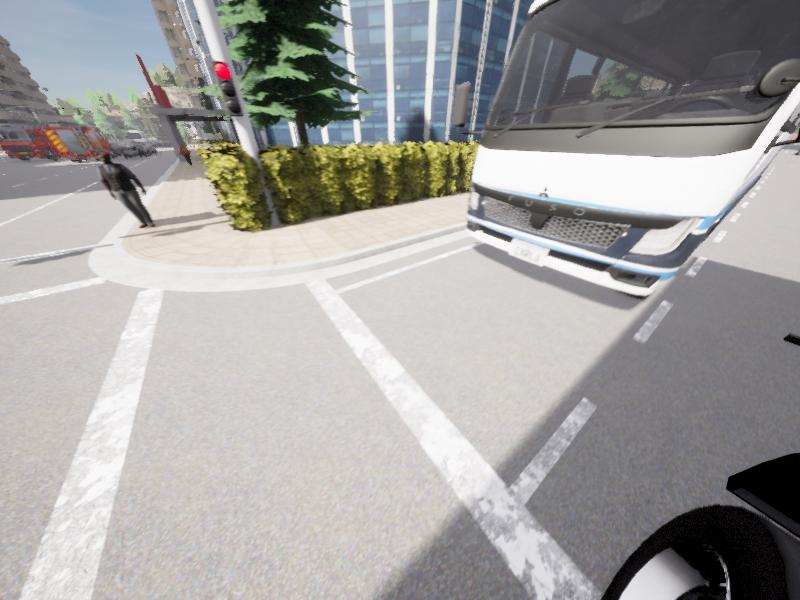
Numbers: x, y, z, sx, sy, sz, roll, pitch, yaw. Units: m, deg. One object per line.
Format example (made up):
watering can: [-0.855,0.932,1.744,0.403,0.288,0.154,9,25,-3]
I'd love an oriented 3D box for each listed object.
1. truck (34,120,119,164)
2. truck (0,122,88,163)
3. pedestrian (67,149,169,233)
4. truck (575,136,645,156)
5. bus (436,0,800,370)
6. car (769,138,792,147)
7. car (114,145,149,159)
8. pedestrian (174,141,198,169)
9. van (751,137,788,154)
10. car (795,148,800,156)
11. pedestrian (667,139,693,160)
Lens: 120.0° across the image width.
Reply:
truck: [-38.304,-19.125,27.975,2.891,3.827,8.468,-23,41,-28]
truck: [-46.134,-20.318,29.729,2.891,3.827,8.468,-16,38,-20]
pedestrian: [-7.212,-2.856,6.084,0.751,1.860,0.751,-14,38,-19]
truck: [28.402,-21.074,31.573,2.390,2.098,6.274,-22,41,-28]
bus: [6.147,-3.565,5.214,10.273,4.253,3.944,-22,41,-28]
car: [85.088,-35.244,51.640,4.856,1.649,2.033,-22,41,-28]
car: [-36.917,-20.531,31.958,2.128,1.511,4.902,-23,41,-28]
pedestrian: [-17.637,-11.982,19.089,0.751,1.860,0.751,-20,40,-25]
van: [53.019,-22.195,33.147,4.442,1.987,1.775,-21,40,-26]
car: [53.905,-19.784,30.195,4.674,1.442,1.812,-22,41,-28]
pedestrian: [30.334,-16.337,25.057,0.751,1.860,0.751,-6,36,-8]
